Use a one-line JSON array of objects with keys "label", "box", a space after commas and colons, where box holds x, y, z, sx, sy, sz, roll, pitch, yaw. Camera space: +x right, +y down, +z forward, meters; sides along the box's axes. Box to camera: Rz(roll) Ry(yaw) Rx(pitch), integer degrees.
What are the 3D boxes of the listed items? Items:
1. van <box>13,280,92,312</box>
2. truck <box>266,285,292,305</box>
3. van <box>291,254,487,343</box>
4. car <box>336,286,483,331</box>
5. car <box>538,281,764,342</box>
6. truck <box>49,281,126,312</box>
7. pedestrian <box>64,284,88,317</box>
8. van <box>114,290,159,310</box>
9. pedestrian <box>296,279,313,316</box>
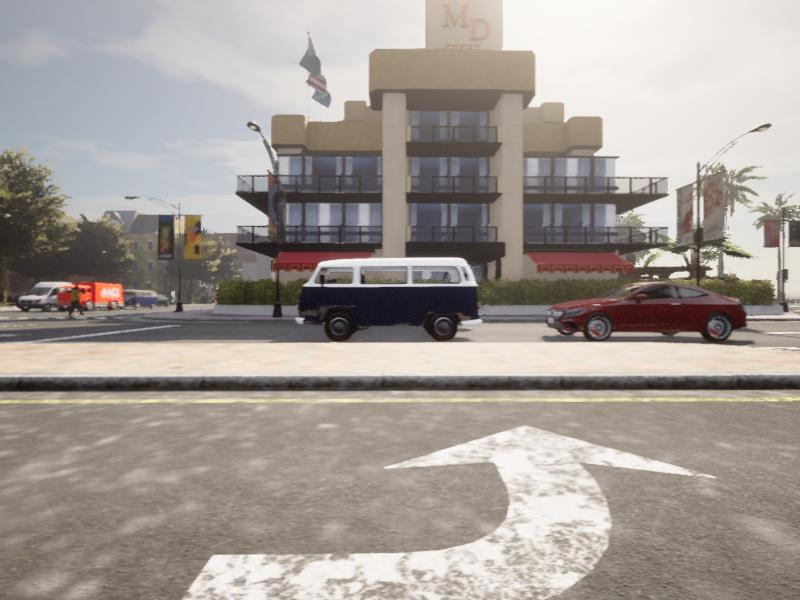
[{"label": "van", "box": [-30.288, -0.296, 35.181, 1.988, 2.561, 5.915, 0, 0, -2]}, {"label": "truck", "box": [-24.134, -0.943, 80.106, 2.891, 3.827, 8.468, 0, 0, -1]}, {"label": "van", "box": [-0.267, -0.030, 10.181, 4.480, 2.038, 2.069, 0, 0, -1]}, {"label": "car", "box": [0.299, 0.268, 13.694, 4.674, 1.442, 1.812, 0, 0, -1]}, {"label": "car", "box": [6.202, 0.272, 10.275, 4.674, 1.442, 1.812, 0, 0, -1]}, {"label": "truck", "box": [-26.766, -0.260, 34.541, 2.627, 2.467, 5.204, 0, 0, -1]}, {"label": "pedestrian", "box": [-18.093, 0.026, 22.369, 0.751, 1.860, 0.751, 0, 0, -4]}, {"label": "van", "box": [-26.891, -0.018, 41.039, 1.775, 1.987, 4.442, 0, 0, -1]}, {"label": "pedestrian", "box": [-4.962, -0.119, 20.831, 0.751, 1.860, 0.751, 0, 0, -2]}]
